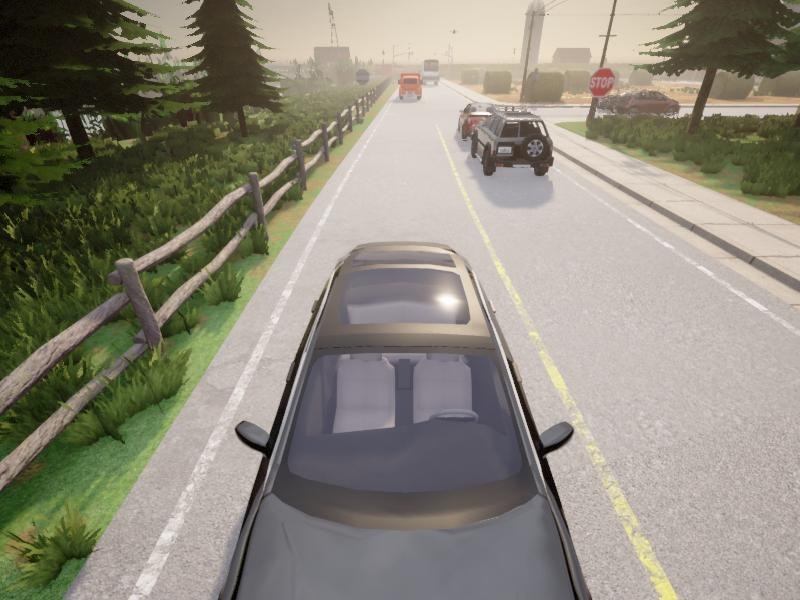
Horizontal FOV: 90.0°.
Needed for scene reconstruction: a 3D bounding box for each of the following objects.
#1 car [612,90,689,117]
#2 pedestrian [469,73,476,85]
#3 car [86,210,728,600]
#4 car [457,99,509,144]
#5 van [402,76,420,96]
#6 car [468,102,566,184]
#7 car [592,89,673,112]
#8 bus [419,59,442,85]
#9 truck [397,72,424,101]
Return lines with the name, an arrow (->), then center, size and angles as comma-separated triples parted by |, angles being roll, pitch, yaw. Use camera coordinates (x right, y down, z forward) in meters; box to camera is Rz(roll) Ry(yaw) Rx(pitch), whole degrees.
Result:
car -> 17.762, -14.045, 28.547 | 3.988, 1.617, 1.851 | -1, 30, -1
pedestrian -> 13.013, -39.589, 71.632 | 0.751, 1.860, 0.751 | -17, 34, -27
car -> 0.030, 0.758, 3.240 | 2.128, 1.511, 4.902 | 0, 30, 0
car -> 3.953, -8.927, 19.786 | 2.007, 1.525, 4.514 | 3, 30, 4
van -> 1.291, -25.935, 48.407 | 2.069, 2.038, 4.480 | 1, 30, 1
car -> 3.646, -5.439, 13.460 | 1.932, 1.855, 4.605 | 1, 30, 1
car -> 18.222, -15.778, 31.611 | 4.902, 1.511, 2.128 | -1, 30, -1
bus -> 5.680, -44.191, 77.480 | 3.944, 4.253, 10.273 | 1, 30, 1
truck -> 1.097, -22.809, 42.619 | 2.627, 2.467, 5.204 | 1, 31, 1
